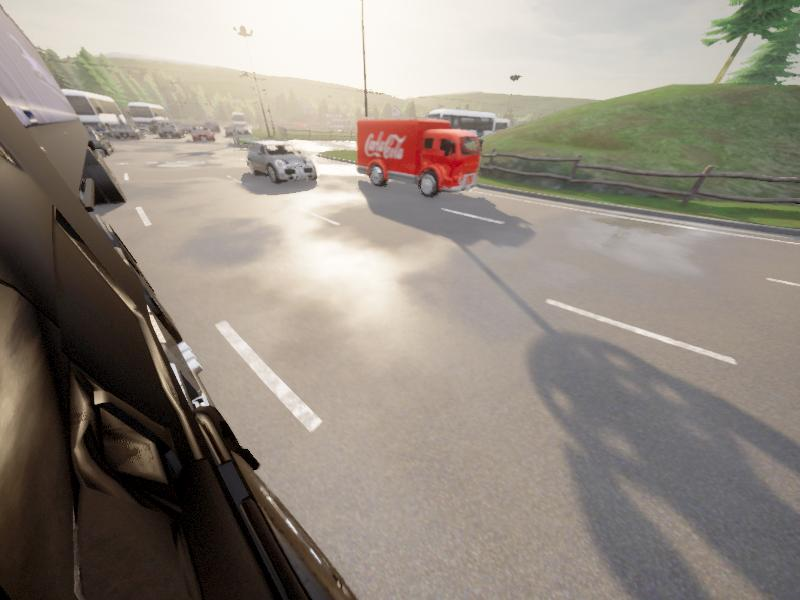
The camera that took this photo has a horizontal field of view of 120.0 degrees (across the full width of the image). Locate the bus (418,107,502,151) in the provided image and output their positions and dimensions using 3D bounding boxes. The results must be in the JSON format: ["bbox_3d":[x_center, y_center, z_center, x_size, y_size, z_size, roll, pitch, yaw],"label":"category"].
[{"bbox_3d":[8.002,-22.830,31.182,10.273,4.253,3.944,-16,40,-23],"label":"bus"}]

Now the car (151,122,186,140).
[{"bbox_3d":[-29.934,-22.002,30.059,2.242,1.667,4.611,-19,41,-26],"label":"car"}]

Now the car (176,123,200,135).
[{"bbox_3d":[-38.138,-30.912,41.703,2.163,1.488,4.792,-15,40,-22],"label":"car"}]

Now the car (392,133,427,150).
[{"bbox_3d":[1.203,-19.947,29.138,3.988,1.617,1.851,-16,40,-23],"label":"car"}]

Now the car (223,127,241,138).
[{"bbox_3d":[-27.001,-27.005,37.193,1.994,1.385,4.181,-17,41,-24],"label":"car"}]

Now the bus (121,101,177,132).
[{"bbox_3d":[-48.842,-35.933,45.501,3.944,4.253,10.273,-15,40,-22],"label":"bus"}]

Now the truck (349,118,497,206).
[{"bbox_3d":[0.692,-6.019,9.700,5.204,2.467,2.627,29,45,32],"label":"truck"}]

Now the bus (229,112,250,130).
[{"bbox_3d":[-50.935,-57.064,73.747,3.944,4.253,10.273,-15,40,-22],"label":"bus"}]

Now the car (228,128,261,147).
[{"bbox_3d":[-17.089,-17.826,25.310,2.007,1.525,4.514,-23,43,-30],"label":"car"}]

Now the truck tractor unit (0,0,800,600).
[{"bbox_3d":[-2.645,-0.295,0.352,6.516,4.208,3.053,28,44,30],"label":"truck tractor unit"}]

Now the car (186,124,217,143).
[{"bbox_3d":[-23.633,-19.877,27.566,2.242,1.667,4.611,-21,43,-28],"label":"car"}]

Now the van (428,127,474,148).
[{"bbox_3d":[7.630,-24.440,34.849,6.366,2.431,2.351,-16,40,-23],"label":"van"}]

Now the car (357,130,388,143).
[{"bbox_3d":[-4.677,-27.730,39.193,4.611,1.667,2.242,-16,40,-23],"label":"car"}]

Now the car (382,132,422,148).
[{"bbox_3d":[0.320,-22.056,31.905,5.027,1.651,2.152,-16,40,-23],"label":"car"}]

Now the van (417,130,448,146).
[{"bbox_3d":[5.225,-25.941,37.094,4.442,1.987,1.775,-16,40,-23],"label":"van"}]

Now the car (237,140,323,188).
[{"bbox_3d":[-5.644,-6.509,10.820,3.806,1.475,1.970,31,45,33],"label":"car"}]

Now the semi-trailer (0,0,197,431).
[{"bbox_3d":[-8.449,-3.746,4.482,14.254,4.402,2.717,31,45,33],"label":"semi-trailer"}]

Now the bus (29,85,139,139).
[{"bbox_3d":[-37.277,-22.563,28.233,3.944,4.253,10.273,-18,41,-25],"label":"bus"}]

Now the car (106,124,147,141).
[{"bbox_3d":[-31.086,-19.141,26.403,1.994,1.385,4.181,-20,42,-27],"label":"car"}]

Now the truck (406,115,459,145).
[{"bbox_3d":[5.477,-29.098,39.806,8.468,3.827,2.891,-16,40,-23],"label":"truck"}]

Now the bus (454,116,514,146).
[{"bbox_3d":[15.915,-32.129,44.115,10.273,4.253,3.944,-16,40,-23],"label":"bus"}]

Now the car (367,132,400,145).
[{"bbox_3d":[-2.574,-25.900,37.004,4.892,1.490,1.837,-16,40,-23],"label":"car"}]

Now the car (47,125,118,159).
[{"bbox_3d":[-20.379,-10.332,15.037,1.789,1.549,3.705,-25,45,-32],"label":"car"}]

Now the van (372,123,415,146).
[{"bbox_3d":[-0.922,-24.425,34.246,5.915,2.561,1.988,-16,40,-23],"label":"van"}]
